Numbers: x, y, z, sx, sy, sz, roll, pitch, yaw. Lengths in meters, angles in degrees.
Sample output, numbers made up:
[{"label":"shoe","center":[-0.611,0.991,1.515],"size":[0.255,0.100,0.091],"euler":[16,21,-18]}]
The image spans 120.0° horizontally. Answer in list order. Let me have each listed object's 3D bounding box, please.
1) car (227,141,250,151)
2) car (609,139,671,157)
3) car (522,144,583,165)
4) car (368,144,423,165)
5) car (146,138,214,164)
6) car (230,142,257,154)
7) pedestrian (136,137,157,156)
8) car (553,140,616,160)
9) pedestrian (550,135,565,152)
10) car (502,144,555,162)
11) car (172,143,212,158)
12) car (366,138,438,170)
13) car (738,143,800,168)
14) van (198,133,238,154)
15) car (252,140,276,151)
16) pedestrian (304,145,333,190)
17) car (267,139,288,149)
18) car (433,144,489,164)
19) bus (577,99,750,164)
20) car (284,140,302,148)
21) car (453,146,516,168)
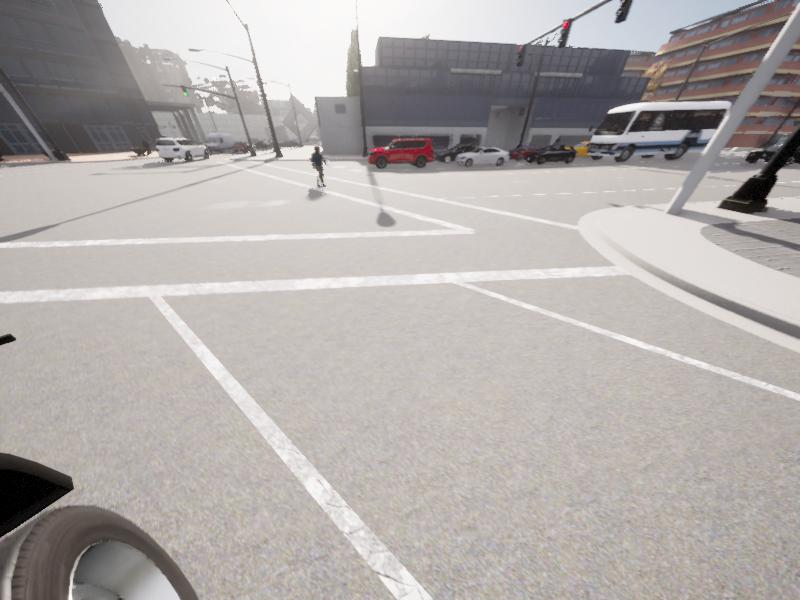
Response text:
[{"label":"car","center":[-28.916,-27.723,41.519],"size":[1.845,1.501,3.633],"euler":[-5,36,-7]},{"label":"car","center":[26.207,-16.645,25.325],"size":[4.674,1.442,1.812],"euler":[-6,36,-6]},{"label":"car","center":[13.818,-13.307,21.097],"size":[4.193,1.474,1.816],"euler":[-6,36,-6]},{"label":"car","center":[-0.438,-14.073,22.326],"size":[5.008,1.535,1.882],"euler":[-5,35,-7]},{"label":"car","center":[-22.502,-15.668,24.113],"size":[2.150,2.045,5.566],"euler":[-4,36,-5]},{"label":"car","center":[-24.432,-23.941,36.256],"size":[1.816,1.474,4.193],"euler":[-4,36,-6]},{"label":"pedestrian","center":[-30.559,-18.479,27.880],"size":[0.751,1.860,0.751],"euler":[-4,36,-5]},{"label":"car","center":[19.516,-15.967,24.578],"size":[5.008,1.535,1.882],"euler":[-6,36,-6]},{"label":"pedestrian","center":[20.578,-20.402,30.161],"size":[0.751,1.860,0.751],"euler":[-12,37,-17]},{"label":"car","center":[13.233,-15.251,23.933],"size":[4.181,1.385,1.994],"euler":[-5,36,-5]},{"label":"car","center":[-26.887,-19.584,30.093],"size":[1.816,1.474,4.193],"euler":[-4,36,-7]},{"label":"car","center":[0.095,-12.277,19.349],"size":[5.566,2.045,2.150],"euler":[-5,36,-7]},{"label":"car","center":[28.654,-10.662,16.979],"size":[4.718,1.301,1.895],"euler":[-6,36,-6]},{"label":"van","center":[-27.917,-24.304,35.828],"size":[1.988,2.561,5.915],"euler":[-4,36,-7]},{"label":"car","center":[-25.689,-29.435,43.856],"size":[1.930,1.638,5.238],"euler":[-4,36,-6]},{"label":"pedestrian","center":[-4.035,-6.632,11.541],"size":[0.751,1.860,0.751],"euler":[28,44,34]},{"label":"car","center":[-26.214,-33.488,49.572],"size":[1.930,1.638,5.238],"euler":[-1,35,-2]},{"label":"car","center":[5.979,-14.614,23.094],"size":[4.892,1.490,1.837],"euler":[-5,36,-7]},{"label":"bus","center":[23.358,-15.353,21.223],"size":[10.273,4.253,3.944],"euler":[-6,36,-6]},{"label":"car","center":[-25.710,-37.542,55.440],"size":[1.816,1.474,4.193],"euler":[5,36,7]},{"label":"car","center":[7.321,-12.669,20.377],"size":[4.674,1.442,1.812],"euler":[-5,36,-7]}]
